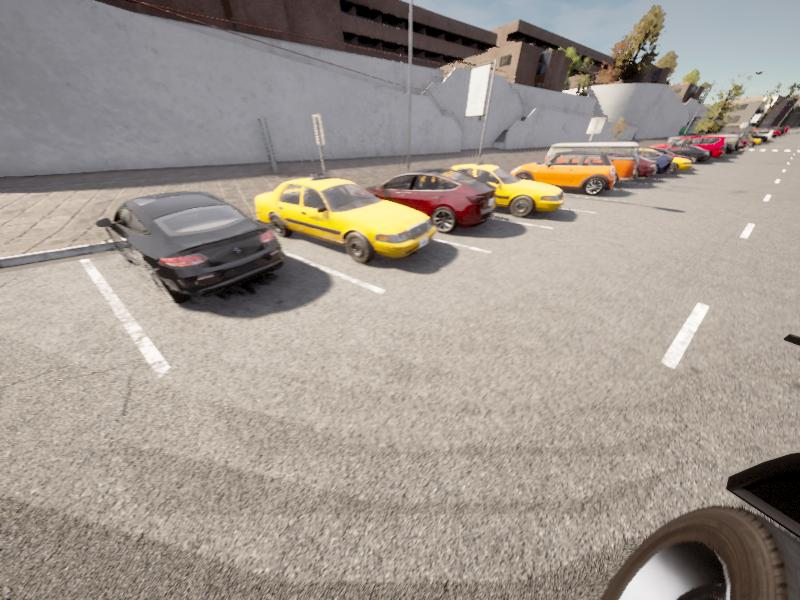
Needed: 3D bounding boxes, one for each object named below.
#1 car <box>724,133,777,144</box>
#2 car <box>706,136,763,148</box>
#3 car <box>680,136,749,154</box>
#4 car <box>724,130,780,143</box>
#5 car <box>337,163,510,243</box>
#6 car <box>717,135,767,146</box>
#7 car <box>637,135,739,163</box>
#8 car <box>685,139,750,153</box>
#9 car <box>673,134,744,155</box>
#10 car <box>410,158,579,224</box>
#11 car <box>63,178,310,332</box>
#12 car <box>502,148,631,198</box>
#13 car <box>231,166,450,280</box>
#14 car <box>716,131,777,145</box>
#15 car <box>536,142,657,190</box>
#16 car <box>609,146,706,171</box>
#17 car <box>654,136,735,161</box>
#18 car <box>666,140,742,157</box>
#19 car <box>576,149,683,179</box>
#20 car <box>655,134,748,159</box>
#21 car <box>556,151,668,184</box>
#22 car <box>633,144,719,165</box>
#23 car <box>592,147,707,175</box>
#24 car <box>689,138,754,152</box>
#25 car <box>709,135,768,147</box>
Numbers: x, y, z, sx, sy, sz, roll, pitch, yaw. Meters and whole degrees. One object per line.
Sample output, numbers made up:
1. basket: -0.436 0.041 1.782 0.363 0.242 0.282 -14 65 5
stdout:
1. car: 69.308 -32.040 45.889 5.366 1.575 1.946 21 41 29
2. car: 54.431 -25.803 37.744 4.792 1.488 2.163 21 41 29
3. car: 39.696 -19.718 29.392 4.553 1.767 2.185 21 41 29
4. car: 71.584 -33.362 47.210 5.566 2.045 2.435 21 41 29
5. car: 0.556 -3.368 7.427 4.792 1.488 2.163 21 40 29
6. car: 61.780 -28.920 41.895 4.674 1.452 2.002 21 41 29
7. car: 27.431 -14.692 22.500 5.566 2.045 2.435 21 41 29
8. car: 42.119 -20.619 30.869 4.674 1.452 2.002 21 41 29
9. car: 37.130 -18.816 28.035 4.442 1.987 1.878 21 41 29
10. car: 3.178 -4.323 8.704 5.366 1.575 1.946 21 40 29
11. car: -4.301 -1.360 4.631 4.674 1.452 2.002 21 41 29
12. car: 7.933 -6.462 11.493 4.553 1.767 2.185 21 40 29
13. car: -1.708 -2.336 5.915 5.366 1.575 1.946 21 40 29
14. car: 64.262 -30.191 43.089 5.566 2.045 2.435 21 41 29
15. car: 10.455 -7.522 12.794 4.442 1.987 1.878 21 40 29
16. car: 20.157 -11.377 18.512 4.792 1.488 2.163 21 40 29
17. car: 30.000 -15.659 23.821 4.442 1.987 1.878 21 41 29
18. car: 34.794 -17.563 26.738 4.892 1.521 2.231 21 41 29
19. car: 15.217 -9.363 15.774 4.792 1.488 2.163 21 41 29
20. car: 32.369 -16.737 25.218 5.566 2.045 2.435 21 41 29
21. car: 12.801 -8.339 14.378 4.674 1.452 2.002 21 41 29
22. car: 25.021 -13.419 21.280 4.674 1.452 2.002 21 41 29
23. car: 17.843 -10.342 17.041 5.366 1.575 1.946 21 40 29
24. car: 44.602 -21.660 32.234 4.792 1.488 2.163 21 41 29
25. car: 59.167 -27.966 40.576 5.366 1.575 1.946 21 41 29
